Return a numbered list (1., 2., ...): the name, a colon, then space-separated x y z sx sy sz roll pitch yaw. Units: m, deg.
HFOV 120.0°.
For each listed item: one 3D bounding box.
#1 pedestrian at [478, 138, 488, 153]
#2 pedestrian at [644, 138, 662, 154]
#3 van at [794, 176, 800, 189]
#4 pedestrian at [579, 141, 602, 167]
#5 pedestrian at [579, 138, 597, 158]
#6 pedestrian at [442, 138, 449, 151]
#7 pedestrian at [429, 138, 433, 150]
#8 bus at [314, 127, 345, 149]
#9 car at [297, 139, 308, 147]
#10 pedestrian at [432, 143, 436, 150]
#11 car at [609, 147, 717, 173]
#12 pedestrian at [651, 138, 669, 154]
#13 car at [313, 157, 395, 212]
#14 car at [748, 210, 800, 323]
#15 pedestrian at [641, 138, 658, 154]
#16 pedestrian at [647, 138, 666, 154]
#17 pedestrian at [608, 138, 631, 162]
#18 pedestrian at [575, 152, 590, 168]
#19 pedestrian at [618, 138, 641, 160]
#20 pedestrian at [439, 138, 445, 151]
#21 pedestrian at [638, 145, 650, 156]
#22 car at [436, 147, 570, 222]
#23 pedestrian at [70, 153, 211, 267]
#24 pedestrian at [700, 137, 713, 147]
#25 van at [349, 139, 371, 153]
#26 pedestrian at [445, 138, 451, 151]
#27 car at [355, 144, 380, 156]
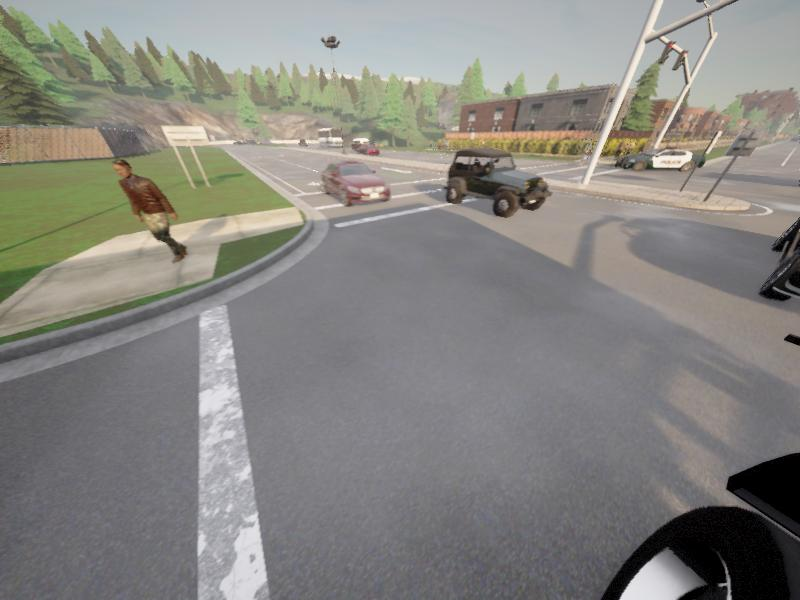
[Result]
1. pedestrian: 13.140 -24.483 36.612 0.751 1.860 0.751 -22 41 -27
2. pedestrian: 34.501 -21.028 31.548 0.751 1.860 0.751 -19 39 -24
3. van: 22.712 -6.908 11.811 4.442 1.987 1.775 -22 41 -28
4. pedestrian: 16.694 -12.774 20.244 0.751 1.860 0.751 -23 41 -29
5. pedestrian: 21.605 -17.469 26.599 0.751 1.860 0.751 -22 40 -27
6. pedestrian: 8.270 -28.544 42.410 0.751 1.860 0.751 -30 45 -35
7. pedestrian: 6.027 -30.414 45.078 0.751 1.860 0.751 4 35 7
8. bus: -18.732 -42.757 61.006 3.944 4.253 10.273 -22 40 -27
9. car: -29.743 -47.856 70.371 1.905 1.878 3.866 -20 39 -25
10. pedestrian: 6.492 -29.536 44.490 0.500 1.100 0.500 -17 39 -23
11. car: 19.889 -10.845 17.809 4.974 1.542 2.038 7 36 10
12. pedestrian: 35.200 -20.838 31.274 0.751 1.860 0.751 -23 41 -28
13. car: -2.167 -5.259 10.129 1.812 1.442 4.674 -19 39 -25
14. car: 8.294 -0.891 3.699 5.027 1.651 2.152 -22 41 -28
15. pedestrian: 34.745 -21.447 32.141 0.751 1.860 0.751 16 38 21
16. pedestrian: 35.349 -21.255 31.865 0.751 1.860 0.751 7 36 10
17. pedestrian: 20.611 -14.047 21.700 0.751 1.860 0.751 -22 41 -28
18. pedestrian: 15.792 -12.109 19.965 0.500 1.100 0.500 -22 41 -28
19. pedestrian: 23.952 -15.724 24.106 0.751 1.860 0.751 -9 36 -12
20. pedestrian: 7.744 -28.676 42.600 0.751 1.860 0.751 -20 40 -26
21. pedestrian: 30.569 -18.673 28.897 0.500 1.100 0.500 -22 41 -28
22. car: 3.429 -4.493 8.613 1.905 1.878 3.866 -22 41 -27
23. pedestrian: -4.631 -1.641 4.350 0.751 1.860 0.751 -1 35 0
24. pedestrian: 66.228 -34.163 49.937 0.751 1.860 0.751 -22 41 -28
25. van: -7.485 -29.056 43.406 2.069 2.038 4.480 -22 41 -28
26. pedestrian: 8.708 -28.153 41.852 0.751 1.860 0.751 -2 35 -2
27. car: -4.954 -23.030 35.423 1.994 1.385 4.181 -22 40 -27
